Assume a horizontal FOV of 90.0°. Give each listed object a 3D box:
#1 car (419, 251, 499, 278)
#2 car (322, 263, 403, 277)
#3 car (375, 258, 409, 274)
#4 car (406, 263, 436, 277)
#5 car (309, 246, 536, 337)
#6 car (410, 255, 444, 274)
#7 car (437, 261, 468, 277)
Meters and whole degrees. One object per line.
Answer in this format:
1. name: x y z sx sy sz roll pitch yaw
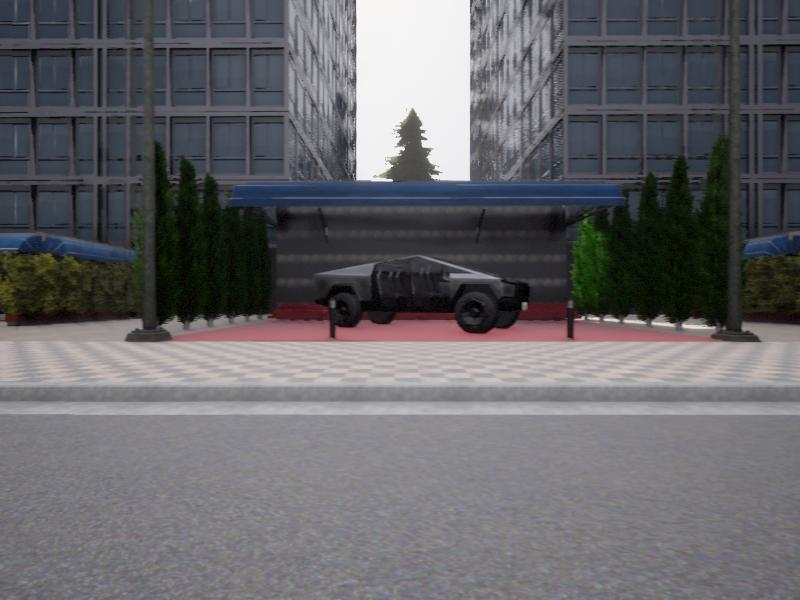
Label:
1. car: 1.677 -0.946 11.132 1.642 0.535 1.750 0 0 31
2. car: -1.195 -0.934 12.825 1.999 0.276 1.653 0 0 31
3. car: -0.235 -0.951 11.233 1.022 0.378 0.154 0 0 31
4. car: 0.662 -0.950 12.756 1.022 0.378 0.154 0 0 31
5. car: 0.507 -0.198 11.821 6.274 2.098 2.390 0 0 31
6. car: 0.707 -0.939 10.700 0.945 0.468 0.156 0 0 31
7. car: 1.585 -0.939 12.189 0.945 0.468 0.156 0 0 31
